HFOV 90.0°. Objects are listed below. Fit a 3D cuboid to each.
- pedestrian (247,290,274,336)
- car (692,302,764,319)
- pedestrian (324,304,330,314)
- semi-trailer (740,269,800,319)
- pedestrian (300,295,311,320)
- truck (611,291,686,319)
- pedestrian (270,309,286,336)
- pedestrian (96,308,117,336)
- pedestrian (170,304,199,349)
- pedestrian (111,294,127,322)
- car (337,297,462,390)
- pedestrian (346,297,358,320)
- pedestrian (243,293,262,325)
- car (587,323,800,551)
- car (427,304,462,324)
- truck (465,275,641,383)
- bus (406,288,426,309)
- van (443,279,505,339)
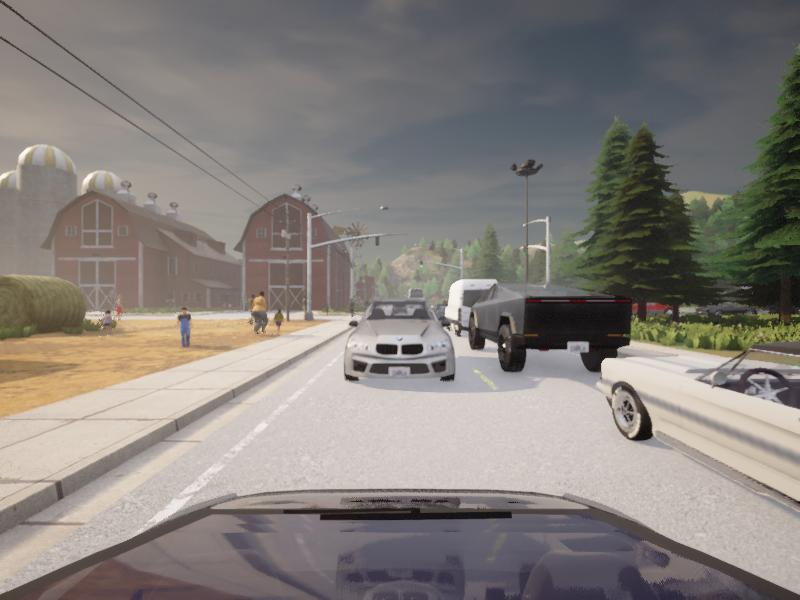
[{"bbox_3d":[-5.823,0.522,16.718,0.751,1.860,0.751,0,0,19],"label":"pedestrian"},{"bbox_3d":[30.111,0.930,36.882,4.902,1.511,2.128,0,0,0],"label":"car"},{"bbox_3d":[-7.904,0.968,43.419,0.500,1.100,0.500,0,0,-34],"label":"pedestrian"},{"bbox_3d":[39.549,-0.534,36.835,14.254,4.402,2.717,0,0,0],"label":"semi-trailer"},{"bbox_3d":[-7.283,0.555,30.733,0.751,1.860,0.751,0,0,-20],"label":"pedestrian"},{"bbox_3d":[22.660,0.437,36.682,5.204,2.467,2.627,0,0,-1],"label":"truck"},{"bbox_3d":[-5.072,0.912,16.635,0.500,1.100,0.500,0,0,5],"label":"pedestrian"},{"bbox_3d":[-11.875,0.890,16.200,0.500,1.100,0.500,0,0,18],"label":"pedestrian"},{"bbox_3d":[-6.544,0.789,12.157,0.751,1.300,0.751,0,0,-30],"label":"pedestrian"},{"bbox_3d":[-18.979,0.541,27.036,0.751,1.860,0.751,0,0,-20],"label":"pedestrian"},{"bbox_3d":[-0.009,0.786,9.457,2.242,1.667,4.611,0,0,0],"label":"car"},{"bbox_3d":[-4.021,0.718,33.711,0.751,1.860,0.751,0,0,-28],"label":"pedestrian"},{"bbox_3d":[-8.800,0.531,23.808,0.751,1.860,0.751,0,0,29],"label":"pedestrian"},{"bbox_3d":[3.506,0.955,3.092,1.895,1.301,4.718,0,0,0],"label":"car"},{"bbox_3d":[3.378,0.997,30.868,1.994,1.385,4.181,0,0,-3],"label":"car"},{"bbox_3d":[3.481,0.577,10.901,2.390,2.098,6.274,0,0,0],"label":"truck"},{"bbox_3d":[3.322,-0.275,87.185,3.944,4.253,10.273,0,0,0],"label":"bus"},{"bbox_3d":[3.488,0.385,20.103,1.988,2.561,5.915,0,0,0],"label":"van"}]
